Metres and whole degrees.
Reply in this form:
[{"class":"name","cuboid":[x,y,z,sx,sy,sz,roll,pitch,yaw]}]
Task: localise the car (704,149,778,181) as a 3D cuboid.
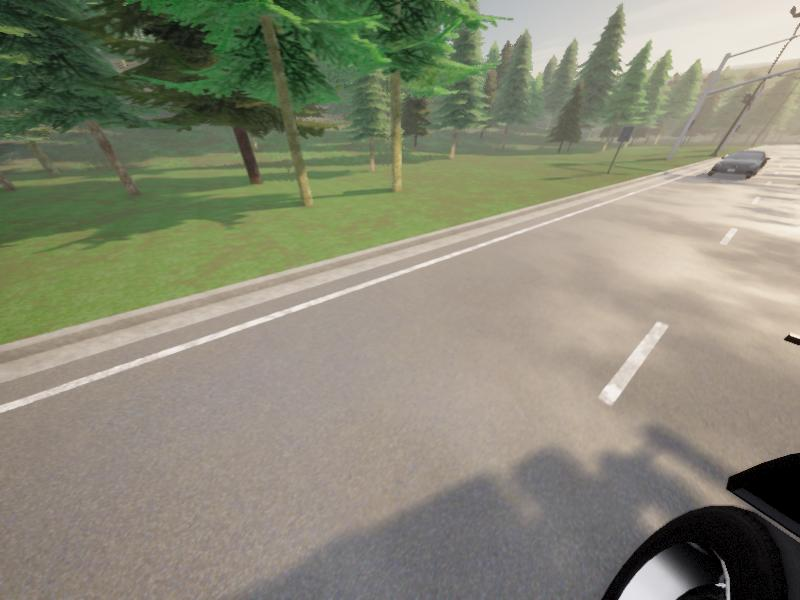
[{"class":"car","cuboid":[22.358,-8.950,15.139,4.674,1.442,1.812,-21,40,-27]}]
